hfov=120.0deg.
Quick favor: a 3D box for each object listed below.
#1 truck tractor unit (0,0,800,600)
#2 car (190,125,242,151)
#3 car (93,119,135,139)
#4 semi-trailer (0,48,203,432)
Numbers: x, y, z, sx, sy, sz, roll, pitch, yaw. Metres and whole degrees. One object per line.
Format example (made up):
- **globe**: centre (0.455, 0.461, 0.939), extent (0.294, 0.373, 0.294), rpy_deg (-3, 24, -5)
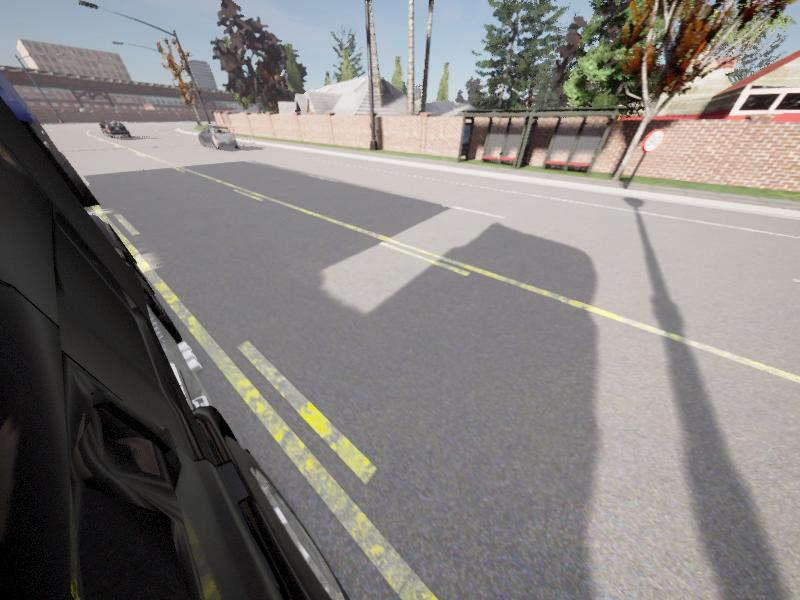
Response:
- **truck tractor unit**: centre (-2.645, -0.295, 0.351), extent (6.516, 4.208, 3.053), rpy_deg (28, 44, 30)
- **car**: centre (-14.982, -13.246, 18.822), extent (3.633, 1.501, 1.845), rpy_deg (26, 44, 28)
- **car**: centre (-30.421, -18.217, 24.573), extent (3.705, 1.549, 1.789), rpy_deg (27, 44, 28)
- **semi-trailer**: centre (-8.780, -3.527, 4.178), extent (14.254, 4.402, 2.717), rpy_deg (27, 44, 29)
